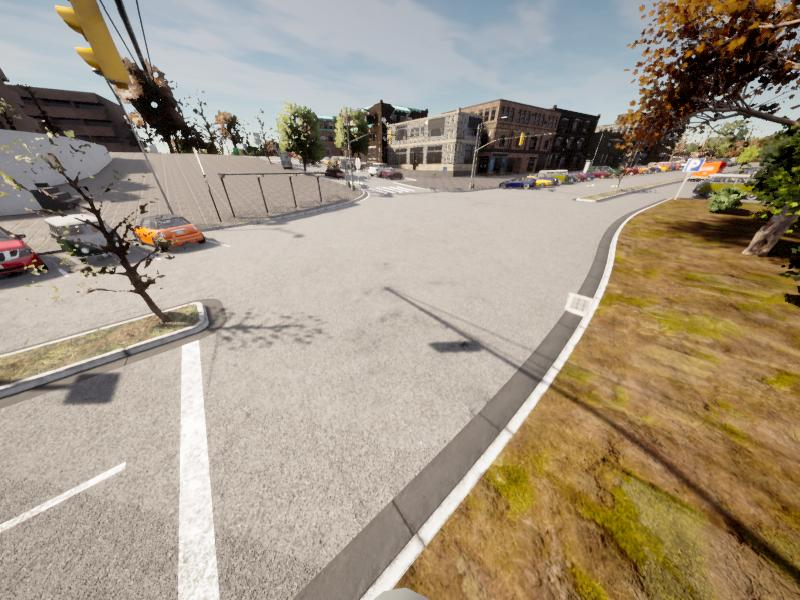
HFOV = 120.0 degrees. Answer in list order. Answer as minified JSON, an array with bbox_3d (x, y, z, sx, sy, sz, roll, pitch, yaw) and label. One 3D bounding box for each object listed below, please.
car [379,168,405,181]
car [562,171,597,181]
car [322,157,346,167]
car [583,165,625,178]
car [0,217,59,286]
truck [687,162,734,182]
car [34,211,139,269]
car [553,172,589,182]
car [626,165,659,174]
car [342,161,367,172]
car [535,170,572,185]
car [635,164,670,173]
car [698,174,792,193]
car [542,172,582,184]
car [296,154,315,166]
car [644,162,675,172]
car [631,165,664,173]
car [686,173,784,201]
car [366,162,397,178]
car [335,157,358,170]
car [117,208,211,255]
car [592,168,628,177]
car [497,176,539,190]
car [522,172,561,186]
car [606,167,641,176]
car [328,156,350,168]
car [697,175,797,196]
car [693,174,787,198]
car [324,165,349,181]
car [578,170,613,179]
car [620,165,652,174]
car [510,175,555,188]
[{"bbox_3d":[-1.231,-20.775,38.067,2.002,1.452,4.674,21,37,23],"label":"car"},{"bbox_3d":[31.680,-21.906,40.851,4.674,1.452,2.002,19,36,32],"label":"car"},{"bbox_3d":[-14.577,-30.665,51.280,1.946,1.575,5.366,21,37,23],"label":"car"},{"bbox_3d":[39.365,-24.796,44.732,5.566,2.045,2.435,20,37,33],"label":"car"},{"bbox_3d":[-18.453,-2.226,10.271,5.566,2.045,2.435,15,34,27],"label":"car"},{"bbox_3d":[47.170,-19.526,35.132,5.204,2.467,2.627,-18,35,-26],"label":"truck"},{"bbox_3d":[-16.054,-3.211,11.856,4.442,1.987,1.878,15,34,27],"label":"car"},{"bbox_3d":[29.144,-21.005,39.471,4.674,1.452,2.002,19,37,32],"label":"car"},{"bbox_3d":[54.944,-29.664,52.587,4.892,1.521,2.231,22,38,35],"label":"car"},{"bbox_3d":[-8.914,-26.385,45.522,2.231,1.521,4.892,21,37,23],"label":"car"},{"bbox_3d":[24.186,-19.390,36.497,4.442,1.987,1.878,19,36,31],"label":"car"},{"bbox_3d":[60.044,-31.365,55.174,5.366,1.575,1.946,22,38,35],"label":"car"},{"bbox_3d":[37.900,-13.039,25.682,5.366,1.575,1.946,21,38,31],"label":"car"},{"bbox_3d":[26.611,-20.140,38.075,4.892,1.521,2.231,19,36,32],"label":"car"},{"bbox_3d":[-20.262,-30.130,49.577,1.932,1.855,4.605,-23,42,-34],"label":"car"},{"bbox_3d":[62.903,-32.281,56.119,4.442,1.987,1.878,22,38,35],"label":"car"},{"bbox_3d":[57.558,-30.497,53.847,5.008,1.535,2.097,22,37,35],"label":"car"},{"bbox_3d":[30.571,-10.506,21.390,4.442,1.987,1.878,20,38,31],"label":"car"},{"bbox_3d":[-3.124,-22.424,39.795,2.435,2.045,5.566,21,37,23],"label":"car"},{"bbox_3d":[-10.866,-27.919,47.185,1.878,1.987,4.442,21,37,23],"label":"car"},{"bbox_3d":[-13.789,-4.164,13.541,4.553,1.767,2.185,15,35,27],"label":"car"},{"bbox_3d":[41.921,-25.455,46.197,5.008,1.535,2.097,20,37,33],"label":"car"},{"bbox_3d":[16.543,-16.502,32.563,4.792,1.488,2.163,18,36,31],"label":"car"},{"bbox_3d":[21.562,-18.424,35.211,4.553,1.767,2.185,19,36,31],"label":"car"},{"bbox_3d":[47.102,-27.159,48.787,5.008,1.535,2.097,21,38,34],"label":"car"},{"bbox_3d":[-12.791,-29.317,49.059,1.878,1.987,4.442,21,37,23],"label":"car"},{"bbox_3d":[35.730,-12.037,24.127,5.366,1.575,1.946,21,37,31],"label":"car"},{"bbox_3d":[33.092,-11.306,22.797,4.553,1.767,2.185,20,37,31],"label":"car"},{"bbox_3d":[-9.502,-19.143,34.703,1.851,1.617,3.988,-23,42,-34],"label":"car"},{"bbox_3d":[36.781,-23.674,43.552,4.674,1.452,2.002,20,37,33],"label":"car"},{"bbox_3d":[52.328,-28.939,51.258,4.553,1.767,2.185,21,38,34],"label":"car"},{"bbox_3d":[19.246,-17.332,33.735,5.366,1.575,1.946,18,36,31],"label":"car"}]
